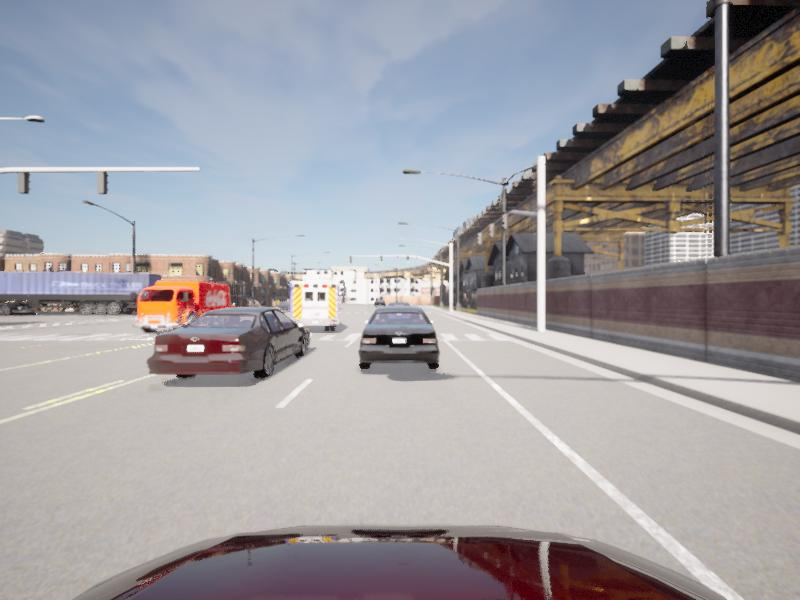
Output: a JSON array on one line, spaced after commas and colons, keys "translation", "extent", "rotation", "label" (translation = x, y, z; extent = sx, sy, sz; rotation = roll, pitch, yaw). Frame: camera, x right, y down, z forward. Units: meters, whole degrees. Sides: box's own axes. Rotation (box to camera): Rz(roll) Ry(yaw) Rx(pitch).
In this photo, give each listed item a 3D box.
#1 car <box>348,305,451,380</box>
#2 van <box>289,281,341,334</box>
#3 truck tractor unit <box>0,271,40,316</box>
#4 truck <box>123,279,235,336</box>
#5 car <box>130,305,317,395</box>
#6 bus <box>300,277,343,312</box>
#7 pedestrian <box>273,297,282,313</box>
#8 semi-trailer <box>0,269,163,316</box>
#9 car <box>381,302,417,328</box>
[{"translation": [-0.021, 0.874, 10.615], "extent": [2.033, 1.411, 5.357], "rotation": [0, 0, 0], "label": "car"}, {"translation": [-4.718, 0.335, 21.648], "extent": [2.351, 2.431, 6.366], "rotation": [0, 0, -14], "label": "van"}, {"translation": [-39.288, -0.595, 38.545], "extent": [6.516, 4.208, 3.053], "rotation": [0, 0, 0], "label": "truck tractor unit"}, {"translation": [-10.547, 0.318, 19.745], "extent": [2.627, 2.467, 5.204], "rotation": [0, 0, 0], "label": "truck"}, {"translation": [-3.522, 0.876, 9.389], "extent": [2.033, 1.411, 5.357], "rotation": [0, 0, 0], "label": "car"}, {"translation": [-10.510, -0.637, 54.802], "extent": [3.944, 4.253, 10.273], "rotation": [0, 0, 0], "label": "bus"}, {"translation": [-13.623, 0.550, 44.436], "extent": [0.751, 1.860, 0.751], "rotation": [0, 0, -32], "label": "pedestrian"}, {"translation": [-31.407, -0.698, 39.190], "extent": [14.254, 4.402, 2.717], "rotation": [0, 0, -6], "label": "semi-trailer"}, {"translation": [-0.056, 0.846, 24.792], "extent": [2.033, 1.411, 5.357], "rotation": [0, 0, 0], "label": "car"}]
